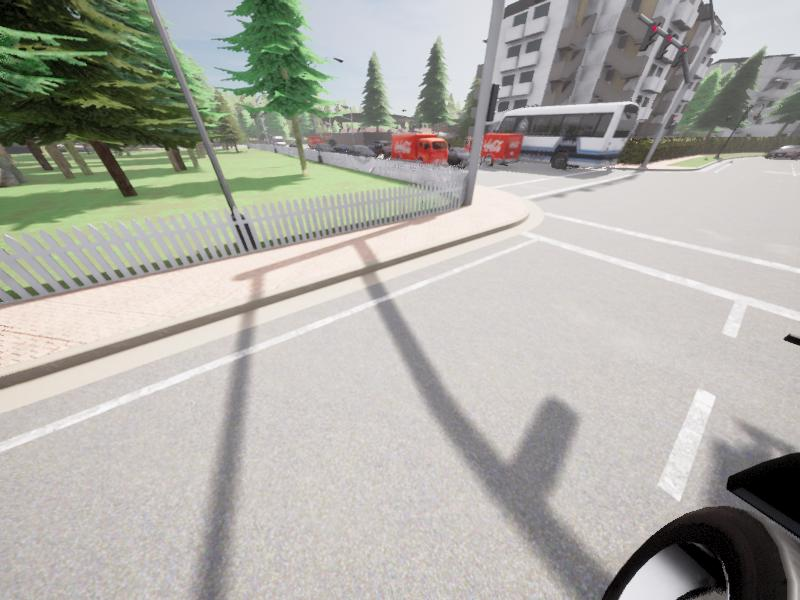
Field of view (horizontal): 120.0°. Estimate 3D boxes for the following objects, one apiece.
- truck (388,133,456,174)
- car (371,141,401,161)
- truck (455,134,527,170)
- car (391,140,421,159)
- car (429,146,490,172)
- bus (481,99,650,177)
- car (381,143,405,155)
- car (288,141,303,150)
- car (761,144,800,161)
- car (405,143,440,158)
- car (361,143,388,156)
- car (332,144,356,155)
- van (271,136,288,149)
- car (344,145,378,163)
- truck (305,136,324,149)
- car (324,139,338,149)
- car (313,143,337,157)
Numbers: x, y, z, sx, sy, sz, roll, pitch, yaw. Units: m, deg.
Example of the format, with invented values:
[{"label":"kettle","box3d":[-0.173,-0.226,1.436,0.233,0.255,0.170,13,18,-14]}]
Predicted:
[{"label":"truck","box3d":[1.567,-11.973,18.735,2.627,2.467,5.204,-21,40,-27]},{"label":"car","box3d":[-1.772,-18.277,28.205,1.905,1.878,3.866,-21,40,-27]},{"label":"truck","box3d":[8.043,-13.662,21.095,2.627,2.467,5.204,-21,41,-27]},{"label":"car","box3d":[0.713,-19.778,30.316,1.905,1.878,3.866,-21,40,-27]},{"label":"car","box3d":[4.937,-12.321,20.035,2.128,1.511,4.902,-21,40,-26]},{"label":"bus","box3d":[12.761,-13.821,19.750,3.944,4.253,10.273,-21,42,-27]},{"label":"car","box3d":[-1.246,-24.909,38.061,1.994,1.385,4.181,-21,40,-27]},{"label":"car","box3d":[-26.785,-39.711,59.270,2.152,1.651,5.027,-21,40,-27]},{"label":"car","box3d":[42.670,-16.230,25.417,4.181,1.385,1.994,-15,38,-20]},{"label":"car","box3d":[3.052,-21.277,32.692,1.801,1.575,5.366,-21,40,-27]},{"label":"car","box3d":[-4.018,-23.730,36.263,1.882,1.535,5.008,-21,40,-27]},{"label":"car","box3d":[-9.128,-24.405,37.469,1.895,1.301,4.718,-21,40,-27]},{"label":"van","box3d":[-30.324,-39.623,58.098,1.988,2.561,5.915,-21,40,-27]},{"label":"car","box3d":[-4.558,-16.878,26.587,1.837,1.490,4.892,-21,40,-27]},{"label":"truck","box3d":[-21.368,-39.130,57.426,2.627,2.467,5.204,-21,40,-27]},{"label":"car","box3d":[-17.281,-39.000,57.734,1.905,1.878,3.866,-21,40,-27]},{"label":"car","box3d":[-11.511,-22.900,35.176,1.837,1.490,4.892,-21,41,-27]}]
